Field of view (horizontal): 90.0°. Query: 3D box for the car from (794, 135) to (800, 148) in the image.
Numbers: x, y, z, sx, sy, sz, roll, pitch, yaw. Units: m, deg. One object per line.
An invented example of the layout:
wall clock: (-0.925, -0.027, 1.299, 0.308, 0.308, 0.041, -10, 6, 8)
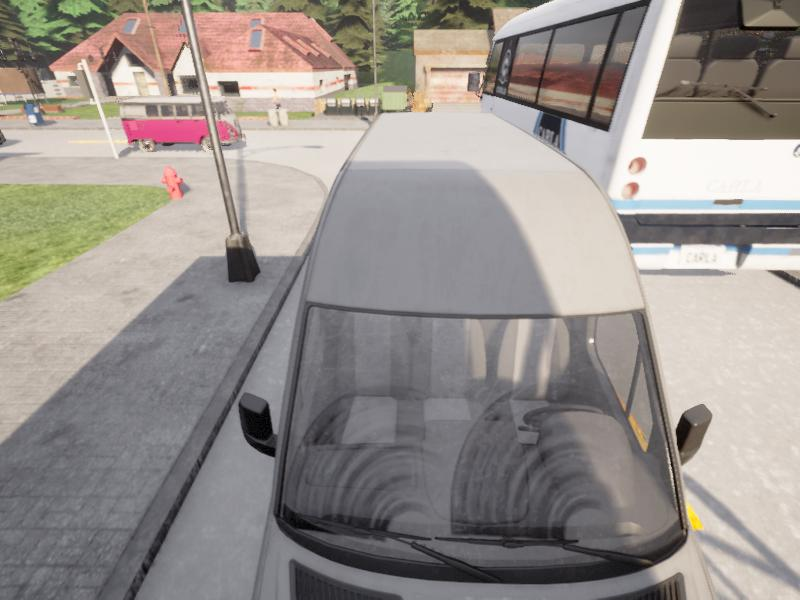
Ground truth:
car: (19.547, -6.728, 16.254, 4.718, 1.301, 1.895, 1, 30, 2)

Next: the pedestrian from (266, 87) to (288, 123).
pedestrian: (-7.178, -11.406, 23.430, 0.751, 1.860, 0.751, 1, 30, 2)

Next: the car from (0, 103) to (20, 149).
car: (-19.245, -7.067, 16.438, 4.611, 1.667, 2.242, 0, 30, 1)

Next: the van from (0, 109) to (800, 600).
van: (0.386, 0.044, 3.429, 1.988, 2.561, 5.915, 1, 30, 1)

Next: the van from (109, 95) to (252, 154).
van: (-8.694, -7.138, 16.257, 4.442, 1.987, 1.775, 0, 30, 1)

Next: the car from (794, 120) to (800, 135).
car: (22.796, -8.983, 19.538, 4.605, 1.855, 1.932, 0, 30, -1)

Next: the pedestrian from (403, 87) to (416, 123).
pedestrian: (0.539, -11.451, 23.511, 0.751, 1.860, 0.751, 0, 30, 1)

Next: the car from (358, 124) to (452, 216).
car: (-0.048, -3.626, 10.678, 1.789, 1.549, 3.705, -5, 31, -8)

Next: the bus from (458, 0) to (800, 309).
bus: (4.141, -4.308, 9.174, 3.944, 4.253, 10.273, 0, 30, 0)
